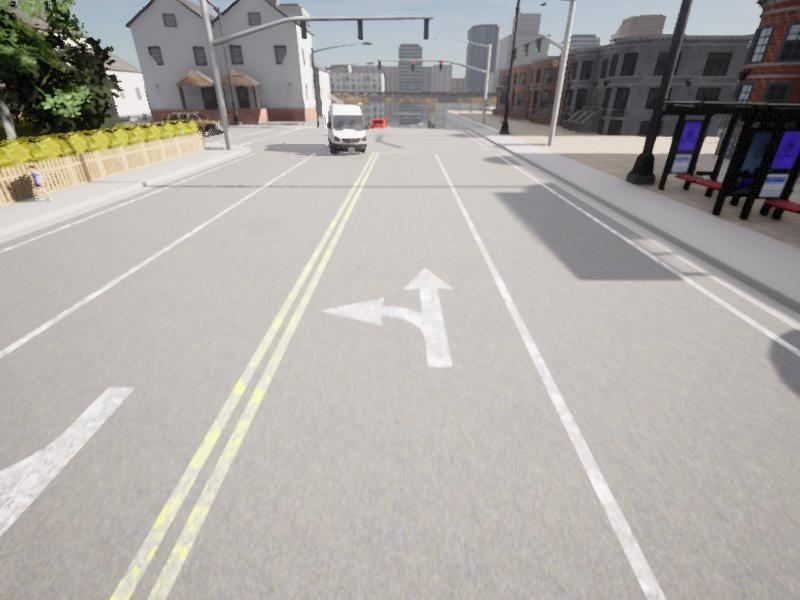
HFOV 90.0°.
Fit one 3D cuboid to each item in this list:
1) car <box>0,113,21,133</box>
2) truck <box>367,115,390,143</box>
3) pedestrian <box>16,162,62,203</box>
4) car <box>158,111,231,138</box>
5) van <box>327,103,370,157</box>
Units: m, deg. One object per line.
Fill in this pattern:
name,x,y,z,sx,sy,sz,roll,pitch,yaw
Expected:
car,-37.914,-15.984,36.128,4.974,1.542,2.038,0,27,1
truck,-2.731,-22.511,52.961,2.627,2.467,5.204,0,13,1
pedestrian,-10.671,-3.475,11.842,0.500,1.100,0.500,1,27,2
car,-16.692,-14.391,32.701,4.605,1.855,1.932,-1,27,-2
van,-3.223,-10.343,24.095,1.988,2.561,5.915,-4,27,-11
